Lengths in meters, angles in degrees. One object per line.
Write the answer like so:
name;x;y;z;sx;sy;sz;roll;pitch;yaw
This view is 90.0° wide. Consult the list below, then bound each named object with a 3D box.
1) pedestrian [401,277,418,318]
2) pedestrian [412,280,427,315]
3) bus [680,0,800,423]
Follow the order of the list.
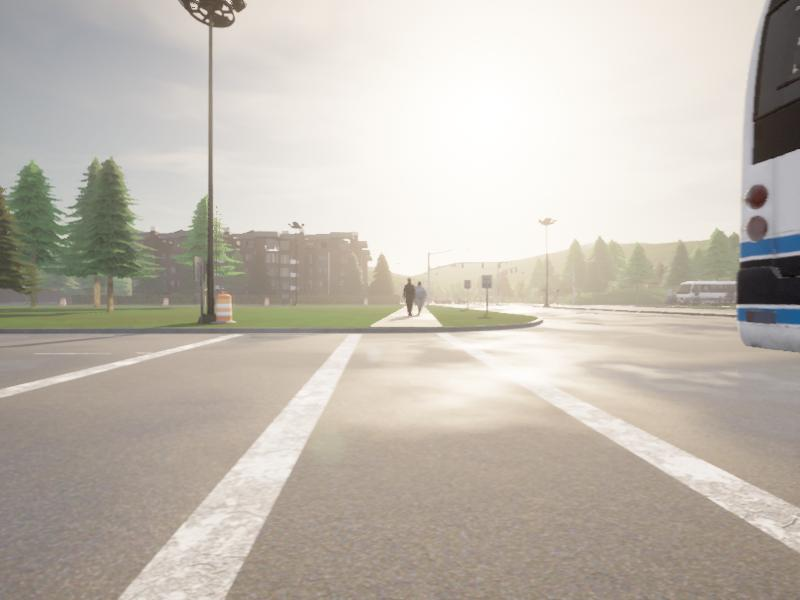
pedestrian;0.454;-0.119;18.485;0.751;1.860;0.751;0;0;5
pedestrian;1.038;-0.119;21.333;0.751;1.860;0.751;0;0;2
bus;8.381;-1.130;2.761;10.273;4.253;3.944;0;0;-2
